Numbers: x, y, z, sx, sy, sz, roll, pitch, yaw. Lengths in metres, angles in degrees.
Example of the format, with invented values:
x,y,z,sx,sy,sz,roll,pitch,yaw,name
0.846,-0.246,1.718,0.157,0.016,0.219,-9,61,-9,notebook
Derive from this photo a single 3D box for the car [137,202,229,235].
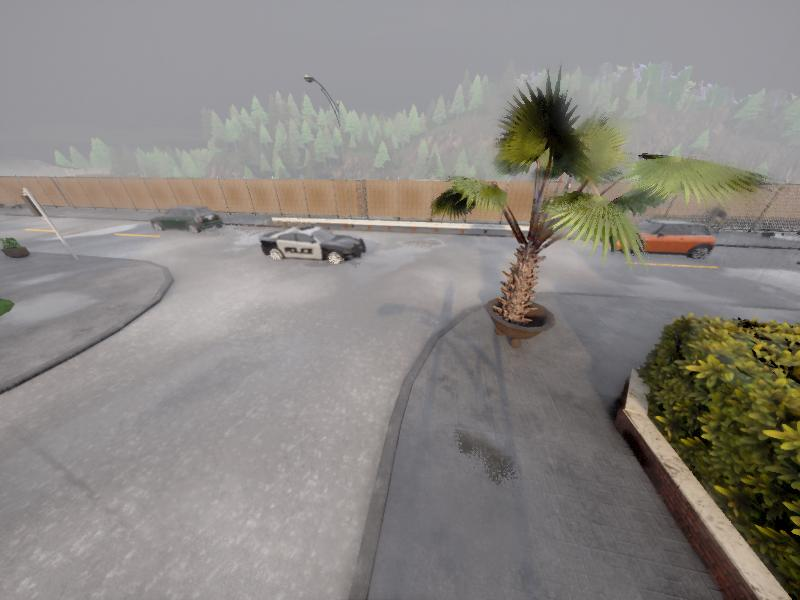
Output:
x,y,z,sx,sy,sz,roll,pitch,yaw,name
-15.627,-5.996,16.804,4.553,1.767,2.097,5,30,9,car

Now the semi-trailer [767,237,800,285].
x,y,z,sx,sy,sz,roll,pitch,yaw,name
22.862,-1.729,6.782,14.254,4.402,2.717,5,30,9,semi-trailer

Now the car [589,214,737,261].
x,y,z,sx,sy,sz,roll,pitch,yaw,name
13.549,-3.432,12.363,4.553,1.767,2.097,5,30,9,car

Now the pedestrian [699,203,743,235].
x,y,z,sx,sy,sz,roll,pitch,yaw,name
21.470,-5.432,15.503,0.751,1.860,0.751,5,30,8,pedestrian

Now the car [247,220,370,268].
x,y,z,sx,sy,sz,roll,pitch,yaw,name
-4.386,-2.926,11.638,5.238,1.638,1.930,5,30,9,car
